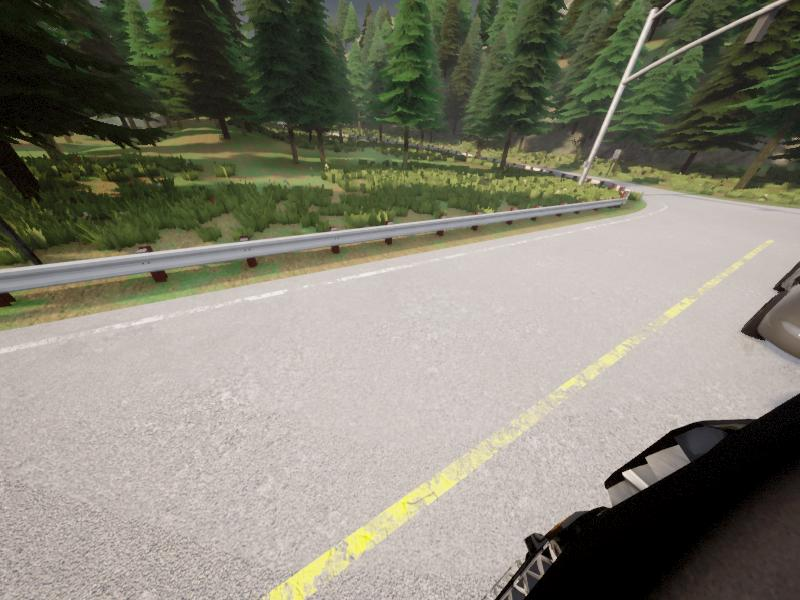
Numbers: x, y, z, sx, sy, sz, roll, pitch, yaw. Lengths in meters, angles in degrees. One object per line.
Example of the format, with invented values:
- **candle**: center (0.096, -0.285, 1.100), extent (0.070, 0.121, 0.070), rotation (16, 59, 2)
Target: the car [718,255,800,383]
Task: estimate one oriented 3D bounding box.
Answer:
- **car**: center (7.120, -0.028, 3.020), extent (4.611, 1.667, 2.242), rotation (-16, 38, -26)
